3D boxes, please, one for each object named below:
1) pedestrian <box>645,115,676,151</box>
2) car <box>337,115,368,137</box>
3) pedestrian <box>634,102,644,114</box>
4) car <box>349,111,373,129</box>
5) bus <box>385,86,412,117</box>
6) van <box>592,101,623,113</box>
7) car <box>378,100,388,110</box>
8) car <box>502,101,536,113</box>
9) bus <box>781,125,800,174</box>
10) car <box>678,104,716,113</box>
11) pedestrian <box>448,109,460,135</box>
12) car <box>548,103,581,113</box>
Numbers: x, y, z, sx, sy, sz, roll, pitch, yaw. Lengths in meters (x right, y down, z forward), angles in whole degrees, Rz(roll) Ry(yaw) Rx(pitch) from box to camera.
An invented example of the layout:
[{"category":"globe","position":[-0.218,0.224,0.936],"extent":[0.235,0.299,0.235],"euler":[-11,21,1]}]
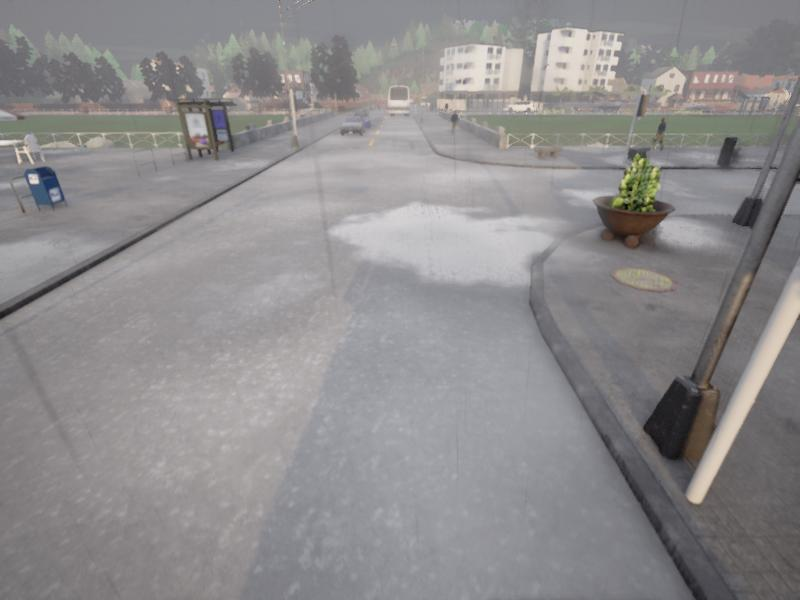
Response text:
[{"category":"pedestrian","position":[14.997,-9.609,23.075],"extent":[0.751,1.860,0.751],"euler":[-4,27,-8]},{"category":"car","position":[-3.977,-15.004,34.363],"extent":[2.033,1.411,5.357],"euler":[0,27,0]},{"category":"pedestrian","position":[39.473,-31.746,66.201],"extent":[0.751,1.860,0.751],"euler":[0,27,0]},{"category":"car","position":[-3.985,-18.633,41.294],"extent":[2.007,1.525,4.514],"euler":[0,27,0]},{"category":"bus","position":[-0.110,-32.424,65.186],"extent":[3.944,4.253,10.273],"euler":[1,27,2]},{"category":"van","position":[38.527,-35.911,74.463],"extent":[4.442,1.987,1.775],"euler":[0,27,0]},{"category":"car","position":[-3.966,-45.223,92.579],"extent":[2.150,2.045,5.566],"euler":[0,27,0]},{"category":"car","position":[22.116,-35.938,74.462],"extent":[5.566,2.045,2.150],"euler":[0,27,0]},{"category":"bus","position":[22.411,-6.905,15.431],"extent":[10.273,4.253,3.944],"euler":[0,27,0]},{"category":"car","position":[55.301,-35.649,74.582],"extent":[5.357,1.411,2.033],"euler":[0,27,0]},{"category":"pedestrian","position":[4.358,-14.408,32.387],"extent":[0.751,1.860,0.751],"euler":[7,28,14]},{"category":"car","position":[30.582,-35.759,74.549],"extent":[5.238,1.638,1.930],"euler":[0,27,0]}]
